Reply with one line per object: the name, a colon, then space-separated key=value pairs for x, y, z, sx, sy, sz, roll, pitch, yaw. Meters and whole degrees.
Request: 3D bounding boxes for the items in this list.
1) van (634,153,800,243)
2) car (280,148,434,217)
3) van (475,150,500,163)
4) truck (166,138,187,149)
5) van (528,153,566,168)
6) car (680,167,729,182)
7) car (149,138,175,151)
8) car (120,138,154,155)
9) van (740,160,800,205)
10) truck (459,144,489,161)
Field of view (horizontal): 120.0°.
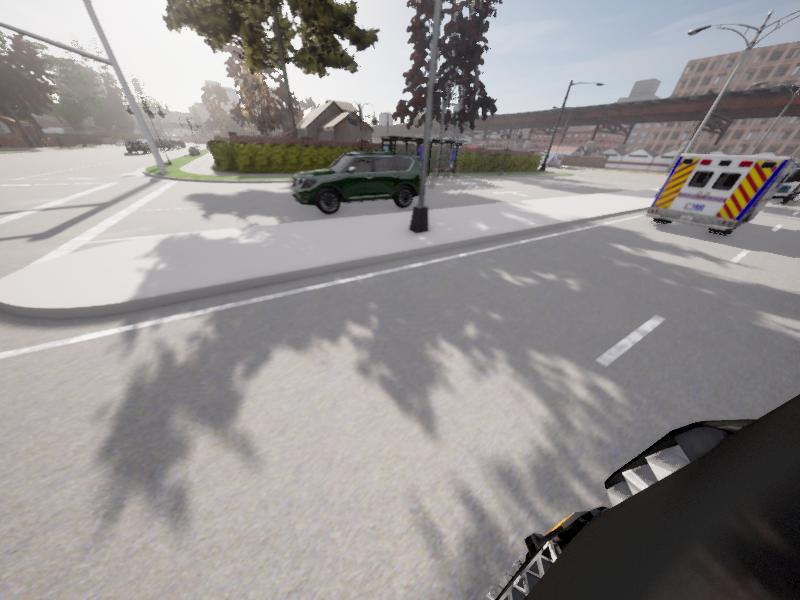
van: x=12.815 y=-4.248 z=9.182 sx=6.366 sy=2.431 sz=2.351 roll=-16 pitch=38 yaw=-26
car: x=-1.587 y=-5.032 z=9.694 sx=5.566 sy=2.045 sz=2.150 roll=-16 pitch=38 yaw=-26
van: x=23.483 y=-38.870 z=62.350 sx=1.988 sy=2.561 sz=5.915 roll=-16 pitch=38 yaw=-26
truck: x=-55.590 y=-39.125 z=57.641 sx=2.390 sy=2.098 sz=6.274 roll=-16 pitch=38 yaw=-26
van: x=31.924 y=-30.415 z=50.415 sx=2.351 sy=2.431 sz=6.366 roll=-16 pitch=38 yaw=-26
car: x=43.976 y=-18.197 z=33.463 sx=1.789 sy=1.549 sz=3.705 roll=-16 pitch=38 yaw=-26
car: x=-47.104 y=-30.940 z=45.920 sx=2.150 sy=2.045 sz=5.566 roll=-16 pitch=38 yaw=-26
car: x=-38.356 y=-22.501 z=33.839 sx=1.932 sy=1.855 sz=4.605 roll=-16 pitch=38 yaw=-26
van: x=28.545 y=-8.820 z=17.169 sx=5.915 sy=2.561 sz=1.988 roll=-16 pitch=38 yaw=-26
truck: x=22.125 y=-44.708 z=69.751 sx=2.891 sy=3.827 sz=8.468 roll=-16 pitch=39 yaw=-26
